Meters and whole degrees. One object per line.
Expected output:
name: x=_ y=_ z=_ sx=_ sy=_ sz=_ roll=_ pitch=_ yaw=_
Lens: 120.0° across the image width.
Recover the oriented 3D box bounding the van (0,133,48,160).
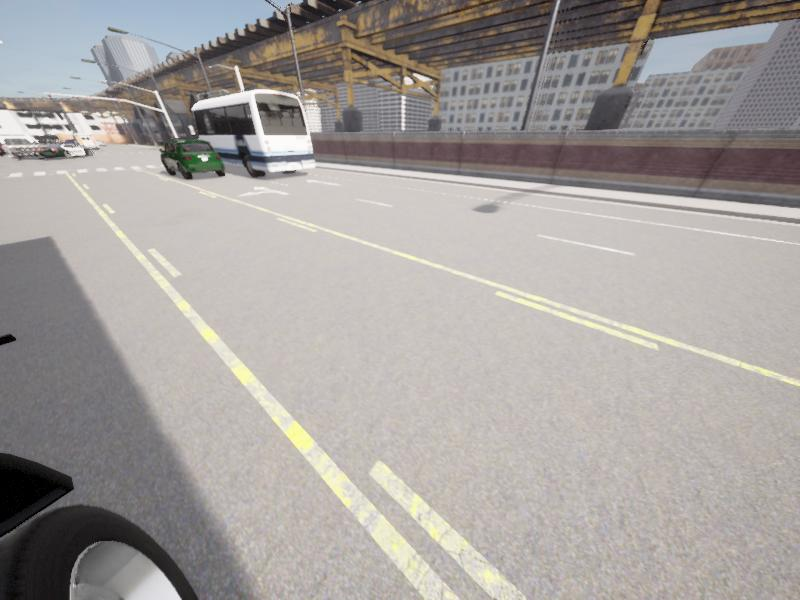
van: x=-43.943 y=-17.889 z=26.810 sx=6.366 sy=2.431 sz=2.351 roll=24 pitch=42 yaw=30

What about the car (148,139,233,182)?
car: x=-13.728 y=-9.259 z=15.129 sx=5.566 sy=2.045 sz=2.150 roll=24 pitch=42 yaw=30

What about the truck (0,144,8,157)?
truck: x=-54.837 y=-20.798 z=29.642 sx=8.468 sy=3.827 sz=2.891 roll=24 pitch=42 yaw=30

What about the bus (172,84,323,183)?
bus: x=-10.581 y=-11.215 z=16.001 sx=10.273 sy=4.253 sz=3.944 roll=24 pitch=42 yaw=30

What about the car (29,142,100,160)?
car: x=-39.196 y=-17.643 z=27.265 sx=2.038 sy=1.542 sz=4.974 roll=-8 pitch=36 yaw=-11

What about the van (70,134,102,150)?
van: x=-60.010 y=-30.225 z=44.138 sx=6.366 sy=2.431 sz=2.351 roll=24 pitch=42 yaw=30
